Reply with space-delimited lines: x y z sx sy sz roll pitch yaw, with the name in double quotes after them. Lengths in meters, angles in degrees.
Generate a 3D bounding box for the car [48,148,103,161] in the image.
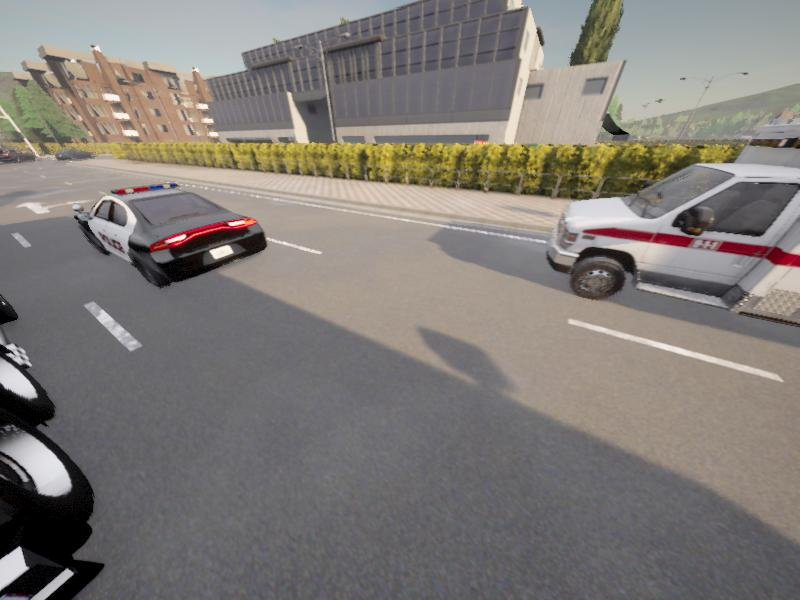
-46.897 -21.097 33.518 1.994 1.385 4.181 0 35 1 "car"

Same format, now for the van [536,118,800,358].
5.774 -0.797 2.972 6.366 2.431 2.351 18 39 24 "van"

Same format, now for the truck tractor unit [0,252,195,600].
-5.089 -0.323 0.806 6.516 4.208 3.053 19 39 25 "truck tractor unit"

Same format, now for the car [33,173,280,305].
-5.463 -1.767 5.250 4.974 1.542 2.038 18 39 24 "car"

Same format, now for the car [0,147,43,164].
-50.084 -18.712 29.853 2.242 1.667 4.611 -16 38 -21 "car"
